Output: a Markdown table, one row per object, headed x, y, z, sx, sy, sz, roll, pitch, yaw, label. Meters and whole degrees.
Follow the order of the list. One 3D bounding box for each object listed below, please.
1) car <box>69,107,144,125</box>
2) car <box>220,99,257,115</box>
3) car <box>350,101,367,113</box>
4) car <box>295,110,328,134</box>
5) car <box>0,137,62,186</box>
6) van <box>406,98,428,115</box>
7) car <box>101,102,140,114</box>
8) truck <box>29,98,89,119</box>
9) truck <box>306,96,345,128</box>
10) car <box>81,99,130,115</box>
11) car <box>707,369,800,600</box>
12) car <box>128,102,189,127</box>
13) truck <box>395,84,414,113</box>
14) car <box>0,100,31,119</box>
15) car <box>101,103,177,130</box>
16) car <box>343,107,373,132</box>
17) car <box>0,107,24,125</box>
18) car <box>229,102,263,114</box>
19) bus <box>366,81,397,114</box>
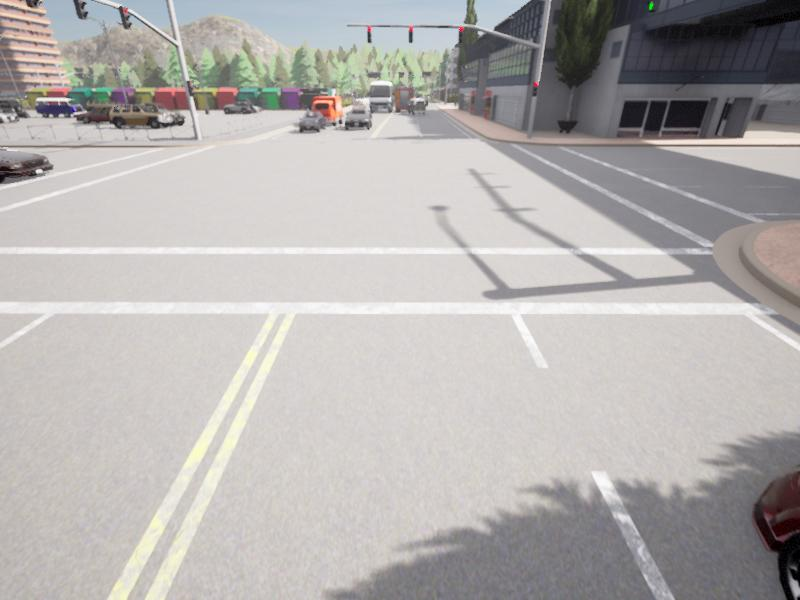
| x | y | z | sx | sy | sz | roll | pitch | yaw | label |
| --- | --- | --- | --- | --- | --- | --- | --- | --- | --- |
| -27.811 | -17.564 | 38.112 | 5.357 | 1.415 | 2.033 | 0 | 28 | 0 | car |
| -21.382 | -25.598 | 52.980 | 3.866 | 1.878 | 1.905 | 0 | 28 | 0 | car |
| -6.294 | -29.648 | 61.427 | 1.801 | 1.575 | 5.366 | 1 | 28 | 1 | car |
| -7.102 | -14.494 | 32.480 | 1.845 | 1.501 | 3.633 | 0 | 28 | 1 | car |
| -16.124 | -5.103 | 14.660 | 5.357 | 1.411 | 2.033 | -1 | 28 | -2 | car |
| 2.303 | -26.783 | 55.424 | 2.069 | 2.038 | 4.480 | -5 | 27 | -10 | van |
| -38.834 | -26.770 | 55.642 | 3.905 | 1.438 | 1.784 | 0 | 28 | 0 | car |
| -38.857 | -21.889 | 45.652 | 4.478 | 2.038 | 2.069 | 0 | 28 | 0 | truck |
| -6.988 | -18.062 | 38.276 | 2.627 | 2.467 | 5.204 | 1 | 28 | 1 | truck |
| -38.902 | -25.615 | 52.977 | 4.605 | 1.855 | 1.932 | 0 | 28 | 0 | car |
| 3.498 | 2.030 | 1.081 | 1.994 | 1.385 | 4.181 | 0 | 28 | 0 | car |
| -21.374 | -16.502 | 35.592 | 3.866 | 1.878 | 1.905 | 0 | 28 | 0 | car |
| 0.813 | -32.334 | 64.114 | 2.891 | 3.827 | 8.468 | 1 | 28 | 1 | truck |
| -45.237 | -21.808 | 45.696 | 3.866 | 1.878 | 1.905 | 0 | 28 | 0 | car |
| -21.433 | -15.163 | 33.026 | 4.605 | 1.855 | 1.932 | 0 | 28 | 0 | car |
| -3.578 | -15.860 | 34.998 | 2.152 | 1.651 | 5.027 | 0 | 28 | 0 | car |
| -38.837 | -17.568 | 38.117 | 3.806 | 1.475 | 1.970 | 0 | 28 | 0 | car |
| -21.367 | -26.728 | 55.656 | 3.806 | 1.475 | 1.970 | 0 | 28 | 0 | car |
| -2.639 | -31.386 | 61.836 | 3.944 | 4.253 | 10.273 | 1 | 28 | 1 | bus |
